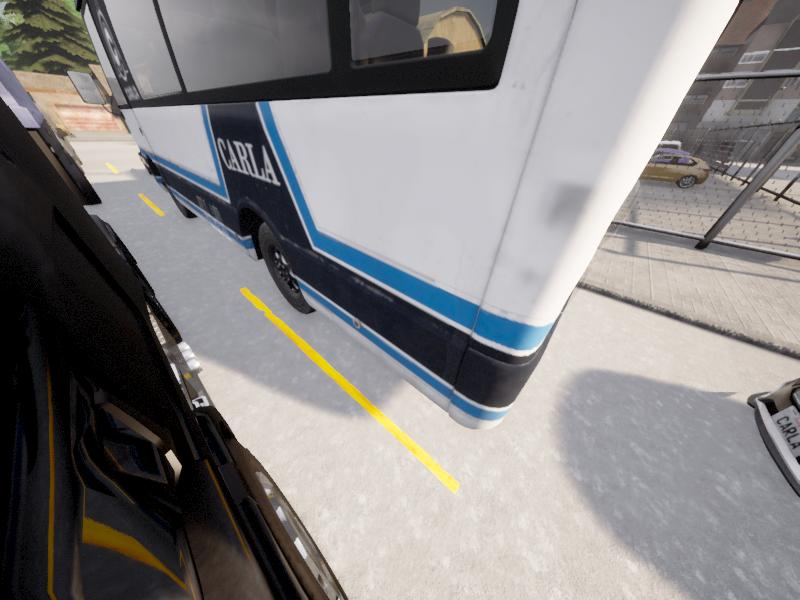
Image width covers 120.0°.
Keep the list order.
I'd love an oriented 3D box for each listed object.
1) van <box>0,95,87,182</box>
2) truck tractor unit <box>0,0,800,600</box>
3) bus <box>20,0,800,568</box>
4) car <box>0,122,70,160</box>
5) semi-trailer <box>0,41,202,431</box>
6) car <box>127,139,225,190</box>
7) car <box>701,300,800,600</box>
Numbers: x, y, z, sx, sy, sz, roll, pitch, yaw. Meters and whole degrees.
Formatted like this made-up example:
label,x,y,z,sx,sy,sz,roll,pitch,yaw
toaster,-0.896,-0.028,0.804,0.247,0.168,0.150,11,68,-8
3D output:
label,x,y,z,sx,sy,sz,roll,pitch,yaw
van,-16.118,-7.076,9.989,5.915,2.561,1.988,30,44,32
truck tractor unit,-2.645,-0.295,0.351,6.516,4.208,3.053,28,44,30
bus,-2.166,-3.037,4.015,10.273,4.253,3.944,29,44,31
car,-21.608,-9.217,13.323,3.705,1.549,1.789,21,40,23
semi-trailer,-8.709,-3.597,4.217,14.254,4.402,2.717,28,44,30
car,-9.734,-6.002,9.978,4.718,1.301,1.895,30,44,31
car,4.882,1.687,0.427,4.902,1.511,2.128,25,42,27
